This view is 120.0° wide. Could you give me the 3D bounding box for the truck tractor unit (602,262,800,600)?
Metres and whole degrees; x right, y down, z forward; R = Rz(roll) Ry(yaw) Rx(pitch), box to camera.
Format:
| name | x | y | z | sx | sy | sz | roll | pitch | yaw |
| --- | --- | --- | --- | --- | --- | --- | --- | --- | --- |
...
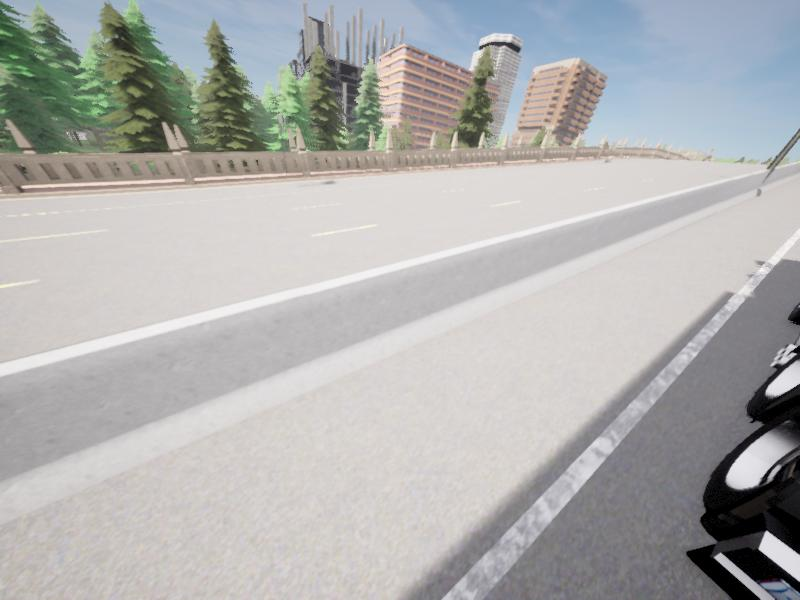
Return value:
| name | x | y | z | sx | sy | sz | roll | pitch | yaw |
| --- | --- | --- | --- | --- | --- | --- | --- | --- | --- |
| truck tractor unit | 5.108 | -0.302 | 0.787 | 6.516 | 4.208 | 3.053 | -18 | 39 | -24 |
